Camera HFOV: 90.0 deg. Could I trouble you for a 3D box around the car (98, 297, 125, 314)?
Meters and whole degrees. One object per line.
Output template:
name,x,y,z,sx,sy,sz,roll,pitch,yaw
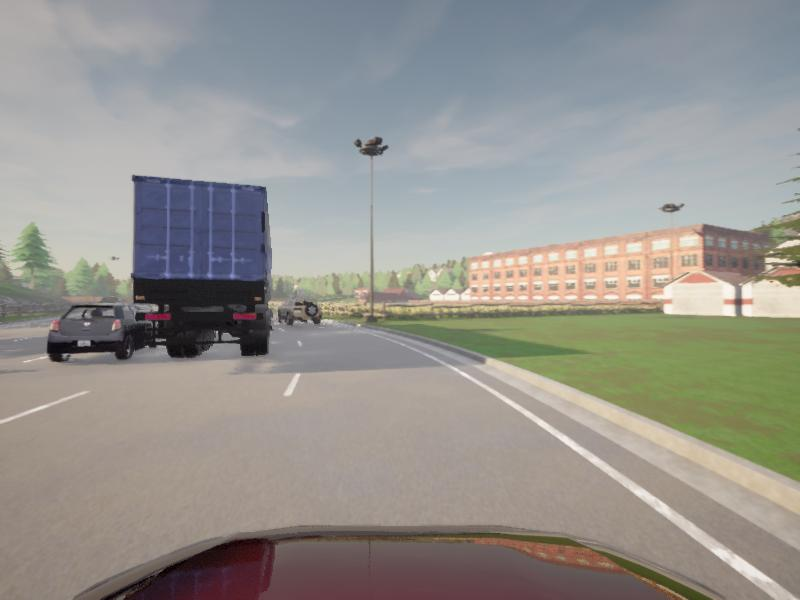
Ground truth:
car,-36.711,0.641,51.041,2.150,2.045,5.566,0,0,-29

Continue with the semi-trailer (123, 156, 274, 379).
semi-trailer,-6.216,-0.612,15.072,2.717,4.402,14.254,0,0,-17

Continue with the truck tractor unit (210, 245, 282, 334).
truck tractor unit,-8.880,-0.501,22.501,3.053,4.208,6.516,0,0,-28

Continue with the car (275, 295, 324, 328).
car,-6.484,0.665,25.460,1.932,1.855,4.605,1,0,-28

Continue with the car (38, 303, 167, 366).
car,-8.317,0.843,11.609,1.845,1.501,3.633,0,0,-16
